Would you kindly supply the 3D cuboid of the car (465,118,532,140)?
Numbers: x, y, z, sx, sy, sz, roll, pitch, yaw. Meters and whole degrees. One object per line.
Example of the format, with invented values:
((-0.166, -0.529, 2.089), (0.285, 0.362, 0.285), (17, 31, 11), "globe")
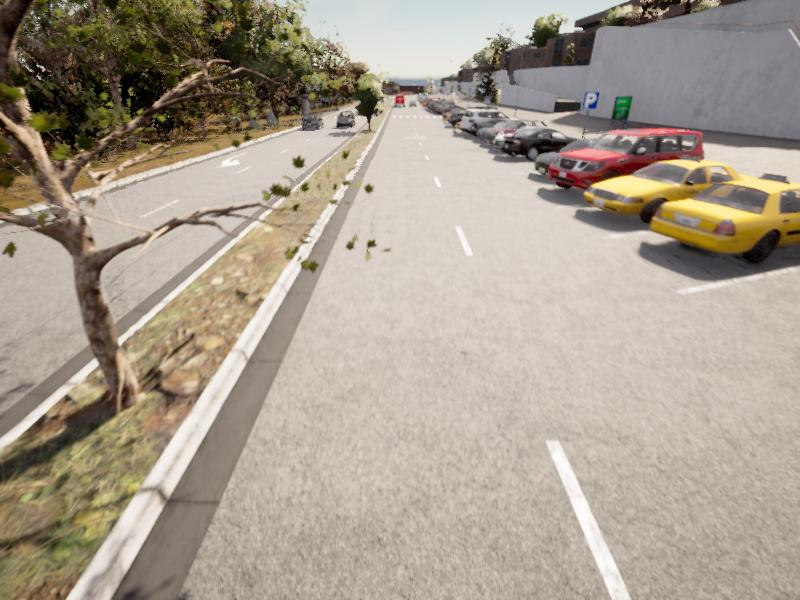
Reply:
((8.093, -14.175, 33.001), (4.792, 1.488, 2.163), (-9, 28, -18), "car")

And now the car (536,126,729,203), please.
((8.047, -4.907, 14.104), (5.566, 2.045, 2.435), (-9, 29, -18), "car")

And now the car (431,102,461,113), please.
((8.040, -33.751, 70.153), (4.553, 1.767, 2.185), (-9, 29, -18), "car")

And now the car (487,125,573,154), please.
((8.070, -10.071, 24.963), (4.674, 1.452, 2.002), (-9, 29, -18), "car")

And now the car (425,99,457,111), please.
((8.046, -38.022, 78.012), (5.566, 2.045, 2.435), (-9, 30, -18), "car")

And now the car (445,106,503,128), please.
((8.045, -19.916, 43.519), (5.566, 2.045, 2.435), (-9, 29, -18), "car")

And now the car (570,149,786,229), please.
((7.893, -3.309, 11.493), (5.366, 1.575, 1.946), (-9, 29, -18), "car")

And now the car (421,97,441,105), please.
((8.040, -51.937, 104.421), (4.553, 1.767, 2.185), (-9, 30, -18), "car")

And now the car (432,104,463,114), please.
((8.063, -32.221, 67.599), (4.674, 1.452, 2.002), (-9, 29, -18), "car")

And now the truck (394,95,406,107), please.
((-0.002, -47.220, 94.911), (2.627, 2.467, 5.204), (0, 28, 0), "truck")

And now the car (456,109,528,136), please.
((8.097, -15.793, 35.542), (5.566, 2.045, 2.435), (-9, 29, -18), "car")

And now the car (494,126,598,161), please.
((8.061, -8.752, 22.268), (5.008, 1.535, 2.097), (-9, 28, -18), "car")

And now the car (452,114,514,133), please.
((7.896, -16.915, 38.257), (5.366, 1.575, 1.946), (-9, 29, -18), "car")

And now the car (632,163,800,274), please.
((8.241, -2.006, 8.940), (5.366, 1.575, 1.946), (-9, 28, -18), "car")

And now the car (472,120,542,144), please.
((8.070, -12.786, 30.314), (4.674, 1.452, 2.002), (-9, 29, -18), "car")

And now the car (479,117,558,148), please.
((8.100, -11.580, 27.573), (4.553, 1.767, 2.185), (-9, 29, -18), "car")

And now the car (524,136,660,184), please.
((8.042, -6.013, 16.911), (4.792, 1.488, 2.163), (-9, 29, -18), "car")

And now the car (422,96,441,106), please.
((7.963, -50.584, 101.711), (4.442, 1.987, 1.878), (-9, 30, -18), "car")

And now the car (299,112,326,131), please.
((-8.765, -17.984, 40.284), (1.789, 1.549, 3.705), (0, 27, 0), "car")

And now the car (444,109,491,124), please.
((8.240, -22.517, 49.035), (5.366, 1.575, 1.946), (-9, 29, -18), "car")

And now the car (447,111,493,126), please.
((8.072, -21.057, 46.330), (4.674, 1.452, 2.002), (-9, 29, -18), "car")

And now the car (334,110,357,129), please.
((-5.770, -19.289, 42.740), (1.851, 1.617, 3.988), (0, 27, 0), "car")

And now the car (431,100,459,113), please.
((8.179, -35.249, 72.794), (4.442, 1.987, 1.878), (-9, 29, -18), "car")

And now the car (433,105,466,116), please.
((8.042, -30.827, 64.922), (4.792, 1.488, 2.163), (-9, 30, -18), "car")
